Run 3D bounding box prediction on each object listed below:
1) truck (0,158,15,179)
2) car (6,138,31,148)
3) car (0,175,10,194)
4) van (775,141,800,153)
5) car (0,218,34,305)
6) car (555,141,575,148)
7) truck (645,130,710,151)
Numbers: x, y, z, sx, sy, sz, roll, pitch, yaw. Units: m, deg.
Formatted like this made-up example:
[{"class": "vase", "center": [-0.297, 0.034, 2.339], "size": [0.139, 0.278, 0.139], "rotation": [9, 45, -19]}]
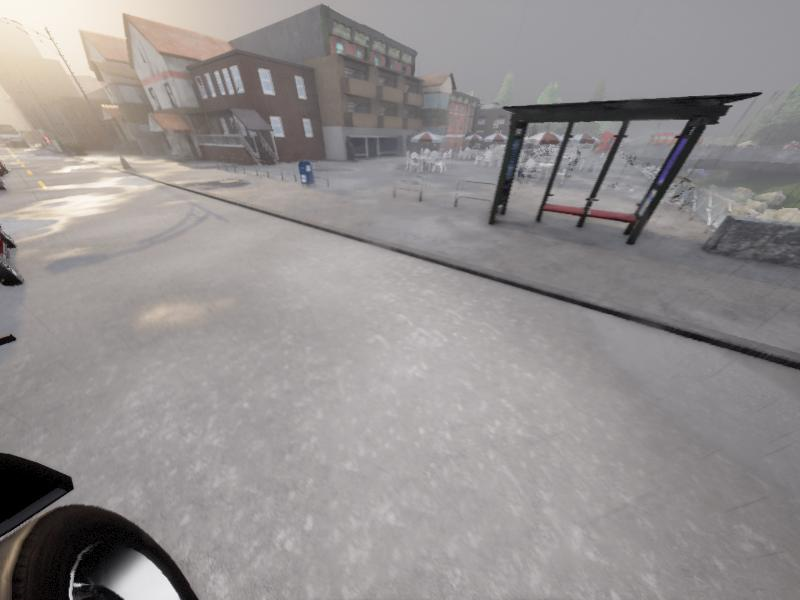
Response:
[{"class": "truck", "center": [-27.868, -9.238, 14.565], "size": [5.204, 2.467, 2.627], "rotation": [23, 41, 27]}, {"class": "car", "center": [-79.792, -32.863, 48.304], "size": [5.238, 1.638, 1.930], "rotation": [22, 41, 28]}, {"class": "car", "center": [-20.641, -5.829, 10.785], "size": [4.181, 1.385, 1.994], "rotation": [22, 41, 28]}, {"class": "van", "center": [81.135, -31.026, 46.910], "size": [4.442, 1.987, 1.775], "rotation": [22, 41, 28]}, {"class": "car", "center": [-8.753, -0.953, 4.049], "size": [4.718, 1.301, 1.895], "rotation": [22, 41, 28]}, {"class": "car", "center": [47.253, -44.618, 66.289], "size": [4.193, 1.474, 1.816], "rotation": [22, 41, 28]}, {"class": "truck", "center": [62.834, -36.418, 52.780], "size": [8.468, 3.827, 2.891], "rotation": [22, 41, 28]}]
